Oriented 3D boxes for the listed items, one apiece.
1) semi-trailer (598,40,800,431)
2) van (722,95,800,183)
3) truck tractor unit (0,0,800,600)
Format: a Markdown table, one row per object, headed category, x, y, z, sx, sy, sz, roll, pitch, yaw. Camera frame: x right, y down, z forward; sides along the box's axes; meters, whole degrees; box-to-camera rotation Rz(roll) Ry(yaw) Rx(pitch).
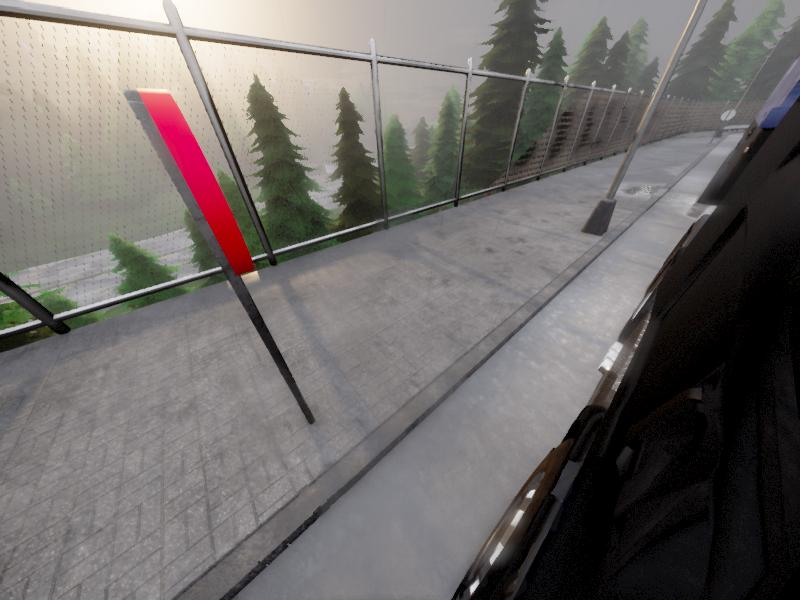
| category | x | y | z | sx | sy | sz | roll | pitch | yaw |
| --- | --- | --- | --- | --- | --- | --- | --- | --- | --- |
| semi-trailer | 8.698 | -3.606 | 4.227 | 14.254 | 4.402 | 2.717 | -28 | 44 | -30 |
| van | 16.354 | -6.922 | 9.759 | 5.915 | 2.561 | 1.988 | -28 | 44 | -30 |
| truck tractor unit | 2.645 | -0.295 | 0.351 | 6.516 | 4.208 | 3.053 | -28 | 44 | -30 |
